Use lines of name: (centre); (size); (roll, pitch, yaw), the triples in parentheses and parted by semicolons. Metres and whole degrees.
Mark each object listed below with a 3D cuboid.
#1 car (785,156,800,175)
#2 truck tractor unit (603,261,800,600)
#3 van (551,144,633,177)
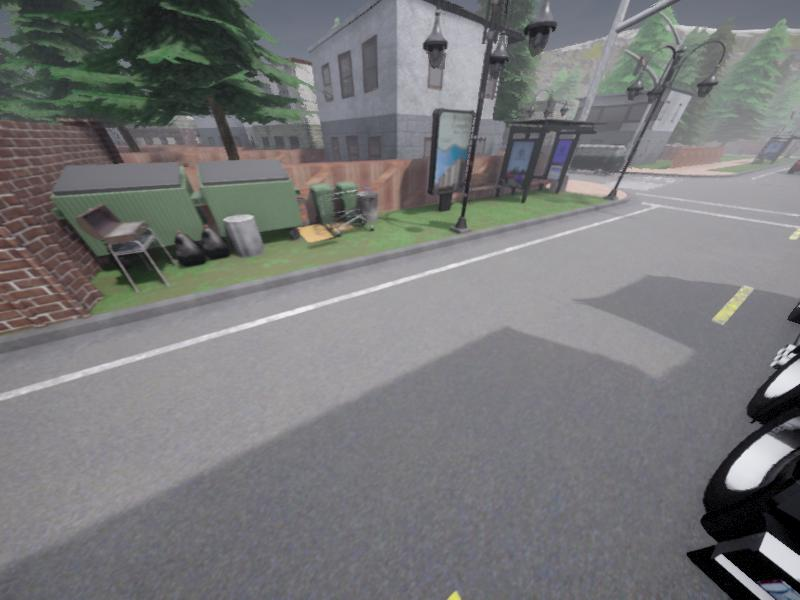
car: (35.541, -11.753, 19.384); (5.566, 2.045, 2.150); (-18, 39, -25)
truck tractor unit: (5.105, -0.307, 0.789); (6.516, 4.208, 3.053); (-18, 39, -24)
van: (15.328, -11.465, 18.826); (1.775, 1.987, 4.442); (-19, 39, -26)
